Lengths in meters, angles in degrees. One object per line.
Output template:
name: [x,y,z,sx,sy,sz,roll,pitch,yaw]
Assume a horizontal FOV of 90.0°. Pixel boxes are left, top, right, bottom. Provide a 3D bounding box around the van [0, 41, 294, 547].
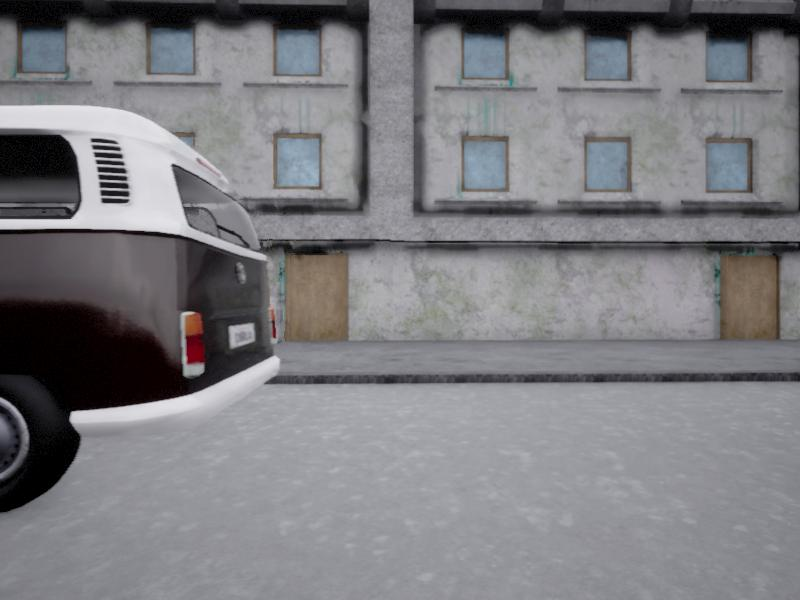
van: [-3.197,-0.023,2.611,4.480,2.038,2.069,0,0,-1]
